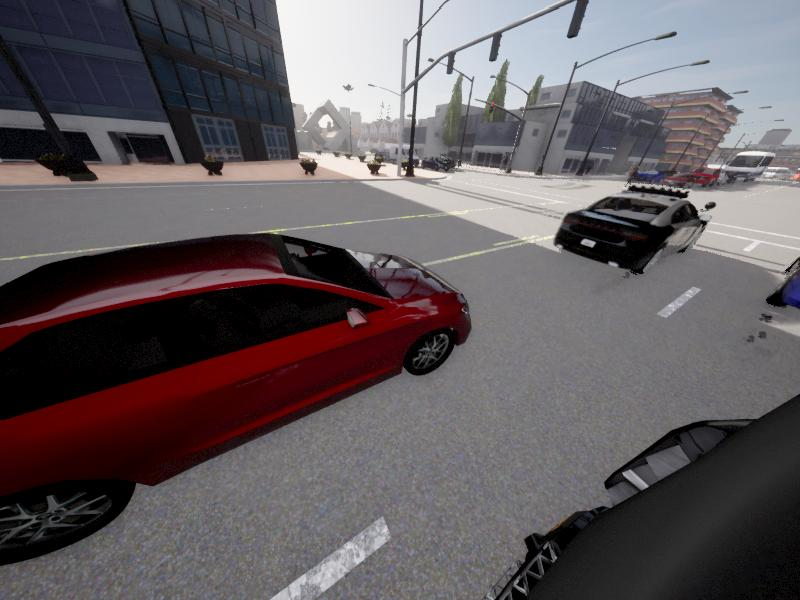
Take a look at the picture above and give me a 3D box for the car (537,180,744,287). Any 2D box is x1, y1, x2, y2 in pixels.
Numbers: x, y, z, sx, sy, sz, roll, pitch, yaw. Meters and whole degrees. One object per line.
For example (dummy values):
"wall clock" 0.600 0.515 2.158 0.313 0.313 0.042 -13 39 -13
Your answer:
"car" 6.394 -2.079 6.140 5.238 1.638 1.930 -16 38 -26

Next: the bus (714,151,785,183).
"bus" 59.329 -22.681 39.287 10.273 4.253 3.944 -17 38 -26

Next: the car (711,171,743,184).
"car" 50.673 -19.008 35.841 4.193 1.474 1.816 -17 38 -26

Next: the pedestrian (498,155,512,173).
"pedestrian" 12.958 -16.744 28.538 0.751 1.860 0.751 -14 37 -25

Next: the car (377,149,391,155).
"car" -6.258 -57.729 90.014 5.357 1.411 2.033 3 33 -2

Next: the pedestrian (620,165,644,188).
"pedestrian" 23.126 -12.322 23.067 0.751 1.860 0.751 13 34 14

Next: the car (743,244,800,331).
"car" 8.832 -0.472 4.056 4.792 1.488 2.163 -16 38 -26

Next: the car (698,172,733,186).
"car" 45.345 -17.416 33.148 4.674 1.442 1.812 -16 38 -26

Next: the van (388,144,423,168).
"van" 0.619 -20.773 33.157 1.988 2.561 5.915 -15 38 -26

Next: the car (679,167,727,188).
"car" 38.869 -15.784 29.660 5.566 2.045 2.150 -16 38 -26

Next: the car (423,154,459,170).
"car" 5.583 -19.204 32.077 1.930 1.638 5.238 -15 37 -26

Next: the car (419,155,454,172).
"car" 4.318 -16.610 28.136 1.816 1.474 4.193 -15 38 -26

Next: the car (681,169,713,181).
"car" 49.760 -21.025 38.730 5.008 1.535 1.882 -17 38 -26

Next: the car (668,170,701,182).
"car" 44.284 -19.317 35.991 4.181 1.385 1.994 -15 38 -25

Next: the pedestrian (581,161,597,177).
"pedestrian" 26.498 -18.393 32.399 0.751 1.860 0.751 -11 36 -21

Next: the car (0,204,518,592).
"car" -1.190 0.152 2.295 4.193 1.474 1.816 -16 38 -26

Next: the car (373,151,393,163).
"car" -2.810 -23.662 38.154 1.845 1.501 3.633 -16 38 -27

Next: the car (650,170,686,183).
"car" 37.960 -17.536 32.742 4.892 1.490 1.837 -16 38 -26

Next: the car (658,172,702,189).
"car" 31.634 -13.494 26.068 4.674 1.442 1.812 -16 38 -26

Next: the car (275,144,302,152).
"car" -27.029 -36.968 56.184 5.357 1.411 2.033 8 33 6

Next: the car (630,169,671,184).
"car" 32.371 -15.985 29.841 5.008 1.535 1.882 -16 38 -27

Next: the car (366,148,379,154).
"car" -10.276 -55.081 85.476 4.892 1.490 1.837 24 38 28

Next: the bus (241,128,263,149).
"bus" -41.339 -45.068 64.526 3.944 4.253 10.273 -13 37 -24
